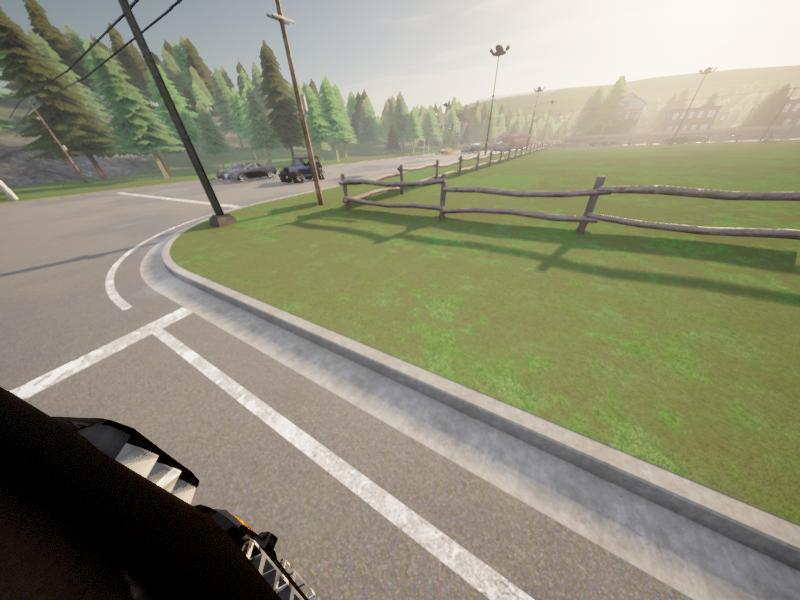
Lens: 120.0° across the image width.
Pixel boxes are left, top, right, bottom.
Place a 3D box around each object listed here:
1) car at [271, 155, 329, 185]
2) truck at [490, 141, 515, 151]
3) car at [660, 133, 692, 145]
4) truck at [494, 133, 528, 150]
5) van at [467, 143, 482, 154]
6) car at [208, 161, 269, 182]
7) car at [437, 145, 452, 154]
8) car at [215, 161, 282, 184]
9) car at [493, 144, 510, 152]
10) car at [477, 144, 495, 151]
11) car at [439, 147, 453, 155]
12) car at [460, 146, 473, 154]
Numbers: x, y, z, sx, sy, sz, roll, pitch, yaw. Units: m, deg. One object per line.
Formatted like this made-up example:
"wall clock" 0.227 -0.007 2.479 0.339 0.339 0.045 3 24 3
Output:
"car" -8.270 -11.114 19.604 1.905 1.878 3.866 16 38 26
"truck" 30.361 -45.747 68.571 6.274 2.098 2.390 -13 35 -15
"car" 61.276 -35.816 51.451 3.866 1.878 1.905 16 38 26
"truck" 34.171 -48.960 71.551 8.468 3.827 2.891 -5 34 -3
"van" 17.959 -36.475 55.631 2.069 2.038 4.480 16 38 27
"car" -17.030 -13.845 24.749 1.837 1.490 4.892 16 38 26
"car" 12.487 -42.093 64.652 1.932 1.855 4.605 23 41 33
"car" -14.502 -12.487 22.494 2.128 1.511 4.902 16 38 26
"car" 26.375 -39.431 59.884 2.242 1.667 4.611 26 43 36
"car" 27.660 -48.763 74.010 5.027 1.651 2.152 -15 36 -18
"car" 11.674 -37.775 58.522 1.882 1.535 5.008 16 38 27
"car" 17.372 -39.260 60.365 1.816 1.474 4.193 19 40 30
